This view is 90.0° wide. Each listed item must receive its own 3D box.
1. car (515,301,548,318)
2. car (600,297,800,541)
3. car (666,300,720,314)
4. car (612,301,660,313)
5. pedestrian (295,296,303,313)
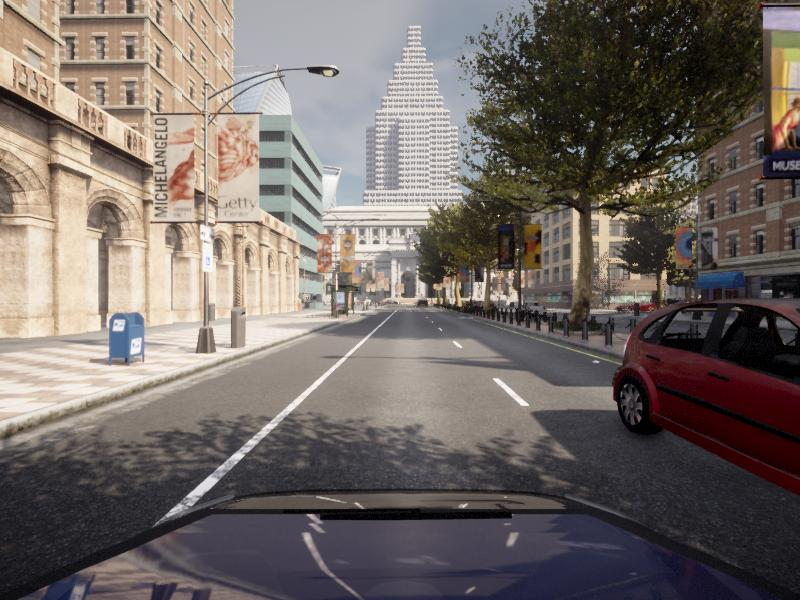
[{"bbox_3d":[12.265,0.853,37.601,1.970,1.475,3.806,0,0,1],"label":"car"},{"bbox_3d":[3.587,0.788,3.390,1.851,1.617,3.988,0,0,1],"label":"car"},{"bbox_3d":[34.731,0.826,47.556,4.974,1.542,2.038,0,0,-1],"label":"car"},{"bbox_3d":[30.089,0.851,51.125,4.792,1.488,2.163,0,0,0],"label":"car"},{"bbox_3d":[-11.496,0.485,45.591,0.751,1.860,0.751,0,0,0],"label":"pedestrian"}]
